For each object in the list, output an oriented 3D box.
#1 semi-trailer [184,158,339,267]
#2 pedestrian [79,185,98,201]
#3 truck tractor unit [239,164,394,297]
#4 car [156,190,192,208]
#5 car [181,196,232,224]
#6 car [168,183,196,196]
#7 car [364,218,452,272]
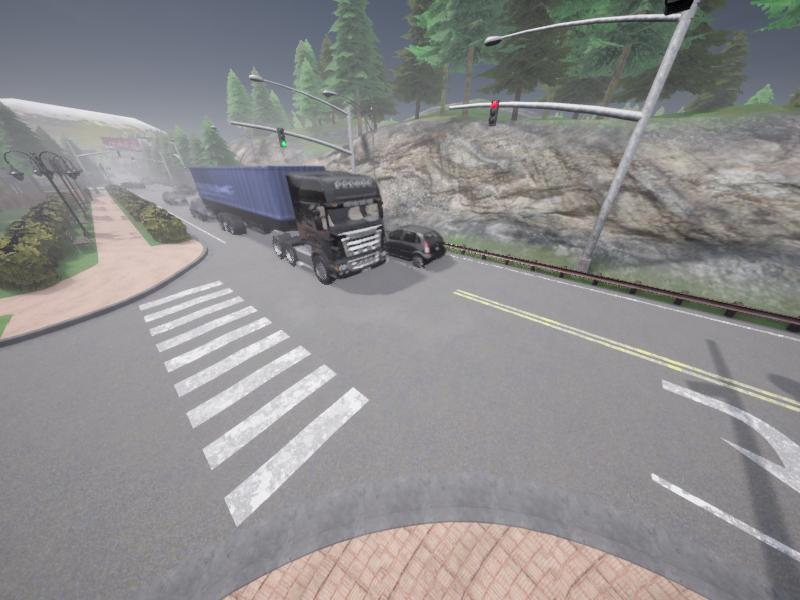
[{"bbox_3d":[-9.580,-6.363,14.824,14.254,4.402,2.717,24,38,35],"label":"semi-trailer"},{"bbox_3d":[-40.730,-13.970,30.197,0.751,1.860,0.751,25,38,36],"label":"pedestrian"},{"bbox_3d":[-3.682,-3.606,10.306,6.516,4.208,3.053,25,39,36],"label":"truck tractor unit"},{"bbox_3d":[-27.887,-12.571,28.479,4.902,1.511,2.128,23,37,34],"label":"car"},{"bbox_3d":[-17.341,-8.146,20.695,4.856,1.649,2.033,23,37,34],"label":"car"},{"bbox_3d":[-36.755,-18.699,38.929,4.611,1.667,2.242,23,37,34],"label":"car"},{"bbox_3d":[0.298,-2.937,11.706,3.988,1.617,1.851,23,38,34],"label":"car"}]
